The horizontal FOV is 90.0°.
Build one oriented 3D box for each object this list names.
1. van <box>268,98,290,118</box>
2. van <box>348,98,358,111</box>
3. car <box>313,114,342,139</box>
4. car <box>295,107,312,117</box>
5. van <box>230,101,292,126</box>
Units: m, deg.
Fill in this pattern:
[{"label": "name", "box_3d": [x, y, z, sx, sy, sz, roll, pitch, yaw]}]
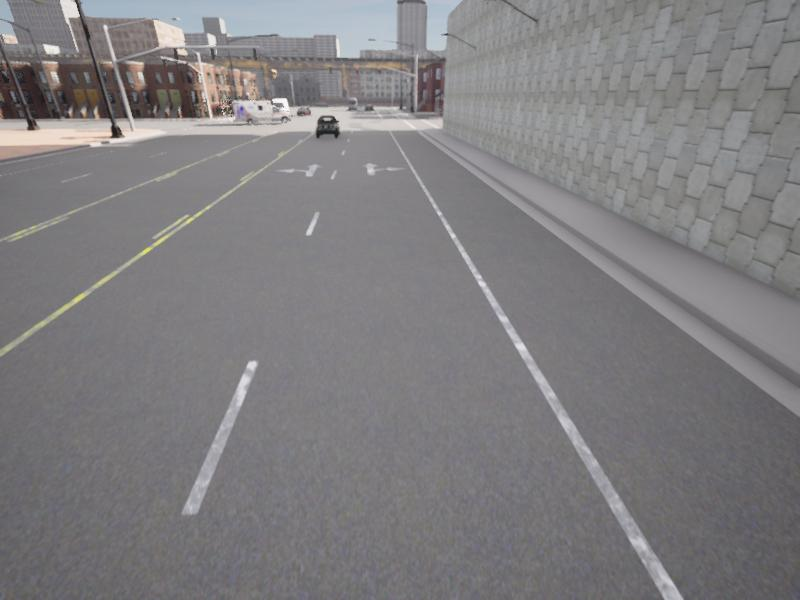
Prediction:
[{"label": "van", "box_3d": [-18.790, -29.928, 62.356, 1.988, 2.561, 5.915, -2, 28, -4]}, {"label": "van", "box_3d": [-10.442, -43.381, 88.648, 1.988, 2.561, 5.915, -2, 27, -4]}, {"label": "car", "box_3d": [-5.874, -14.225, 32.696, 1.851, 1.617, 3.988, -2, 27, -4]}, {"label": "car", "box_3d": [-15.407, -30.227, 64.231, 1.994, 1.385, 4.181, -2, 27, -4]}, {"label": "van", "box_3d": [-15.891, -21.451, 45.921, 6.366, 2.431, 2.351, -9, 29, -17]}]
